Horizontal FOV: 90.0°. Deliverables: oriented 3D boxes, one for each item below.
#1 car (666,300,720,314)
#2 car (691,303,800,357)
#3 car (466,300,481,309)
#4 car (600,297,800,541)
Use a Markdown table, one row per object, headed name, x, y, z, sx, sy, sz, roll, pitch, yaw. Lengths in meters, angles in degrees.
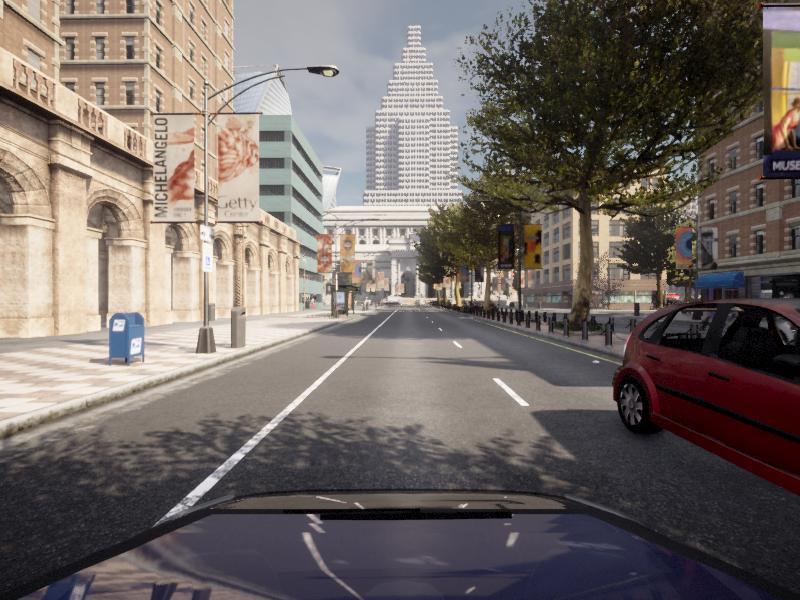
| name | x | y | z | sx | sy | sz | roll | pitch | yaw |
| --- | --- | --- | --- | --- | --- | --- | --- | --- | --- |
| car | 34.731 | 0.826 | 47.556 | 4.974 | 1.542 | 2.038 | 0 | 0 | -1 |
| car | 11.779 | 0.853 | 12.966 | 1.970 | 1.475 | 3.806 | 0 | 0 | 1 |
| car | 12.915 | 0.823 | 70.753 | 1.882 | 1.535 | 5.008 | 0 | 0 | 1 |
| car | 3.587 | 0.788 | 3.390 | 1.851 | 1.617 | 3.988 | 0 | 0 | 1 |
